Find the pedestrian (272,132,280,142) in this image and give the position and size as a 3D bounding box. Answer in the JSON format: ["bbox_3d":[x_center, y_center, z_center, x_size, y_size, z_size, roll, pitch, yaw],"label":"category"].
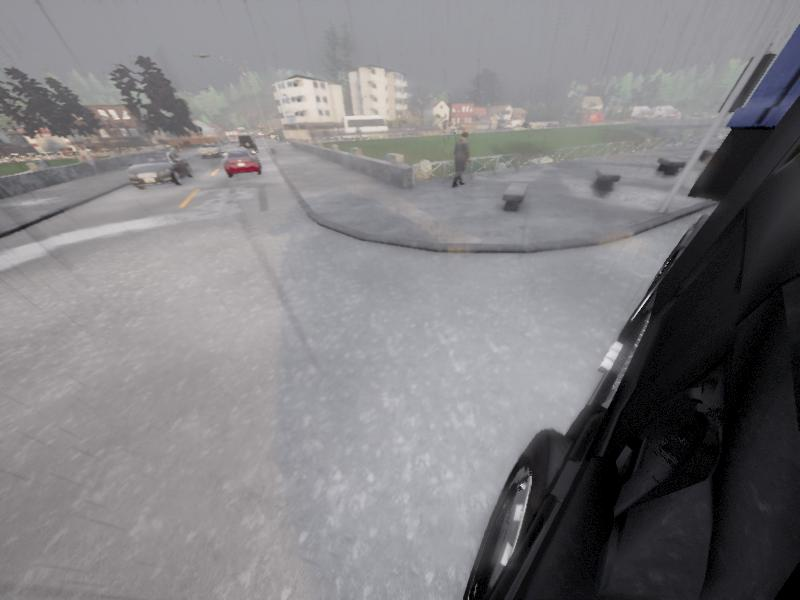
[{"bbox_3d":[-28.829,-37.895,53.794,0.751,1.860,0.751,6,38,11],"label":"pedestrian"}]

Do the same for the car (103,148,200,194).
[{"bbox_3d":[-13.318,-7.350,12.880,2.128,1.511,4.902,-18,40,-19],"label":"car"}]

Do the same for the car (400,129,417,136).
[{"bbox_3d":[2.188,-44.043,60.746,3.806,1.475,1.970,-19,40,-20],"label":"car"}]

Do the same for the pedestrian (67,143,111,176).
[{"bbox_3d":[-21.128,-9.562,15.756,0.751,1.860,0.751,-16,39,-17],"label":"pedestrian"}]

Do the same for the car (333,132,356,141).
[{"bbox_3d":[-13.084,-38.857,54.711,4.892,1.490,1.837,-18,40,-19],"label":"car"}]

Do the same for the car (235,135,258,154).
[{"bbox_3d":[-20.177,-20.541,30.466,1.905,1.878,3.866,-19,40,-20],"label":"car"}]

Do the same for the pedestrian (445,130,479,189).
[{"bbox_3d":[2.355,-5.434,8.970,0.751,1.860,0.751,-19,40,-21],"label":"pedestrian"}]

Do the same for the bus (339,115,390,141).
[{"bbox_3d":[-7.905,-39.227,52.617,10.273,4.253,3.944,-17,40,-19],"label":"bus"}]

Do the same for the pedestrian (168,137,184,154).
[{"bbox_3d":[-31.787,-21.908,32.749,0.751,1.860,0.751,-19,40,-21],"label":"pedestrian"}]

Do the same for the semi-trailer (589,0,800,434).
[{"bbox_3d":[9.299,-3.100,3.538,14.254,4.402,2.717,-21,40,-22],"label":"semi-trailer"}]

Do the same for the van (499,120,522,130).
[{"bbox_3d":[34.995,-55.413,73.186,6.366,2.431,2.351,-19,40,-20],"label":"van"}]

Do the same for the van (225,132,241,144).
[{"bbox_3d":[-44.054,-42.905,61.063,2.351,2.431,6.366,-19,40,-20],"label":"van"}]

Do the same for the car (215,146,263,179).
[{"bbox_3d":[-10.576,-9.302,15.435,1.994,1.385,4.181,-19,40,-20],"label":"car"}]

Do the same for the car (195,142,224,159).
[{"bbox_3d":[-22.903,-18.162,27.956,1.895,1.301,4.718,-19,40,-20],"label":"car"}]

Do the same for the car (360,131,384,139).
[{"bbox_3d":[-6.898,-40.967,57.246,5.357,1.411,2.033,-18,40,-20],"label":"car"}]

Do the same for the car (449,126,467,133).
[{"bbox_3d":[16.642,-48.891,66.342,4.892,1.490,1.837,-19,40,-20],"label":"car"}]

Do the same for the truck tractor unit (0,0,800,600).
[{"bbox_3d":[2.645,-0.295,0.351,6.516,4.208,3.053,-28,44,-30],"label":"truck tractor unit"}]
